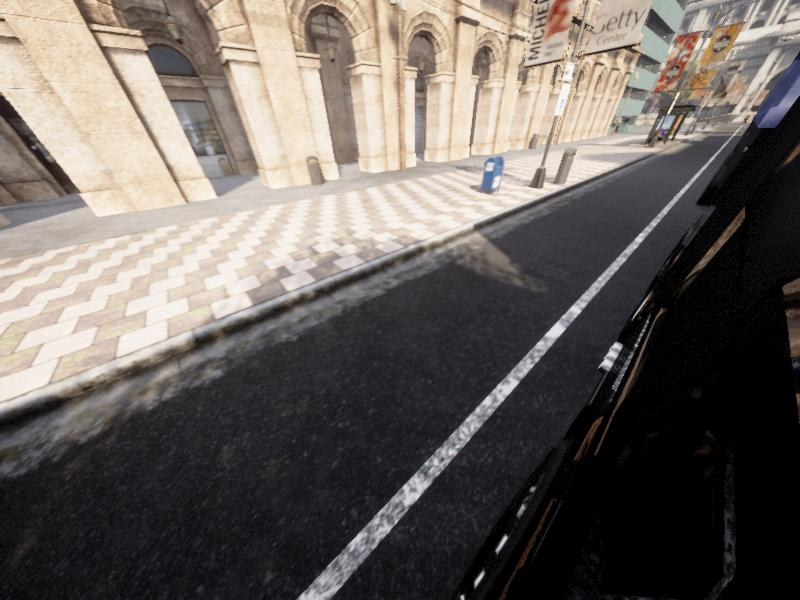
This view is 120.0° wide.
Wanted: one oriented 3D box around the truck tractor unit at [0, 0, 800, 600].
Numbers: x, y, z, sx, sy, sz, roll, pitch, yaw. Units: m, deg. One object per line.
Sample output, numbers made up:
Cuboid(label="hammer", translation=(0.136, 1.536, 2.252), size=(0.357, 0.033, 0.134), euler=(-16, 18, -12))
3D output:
Cuboid(label="truck tractor unit", translation=(2.645, -0.295, 0.351), size=(6.516, 4.208, 3.053), euler=(-28, 44, -30))

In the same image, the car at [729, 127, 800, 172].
Cuboid(label="car", translation=(18.760, -7.700, 11.651), size=(4.892, 1.490, 1.837), euler=(-28, 43, -30))

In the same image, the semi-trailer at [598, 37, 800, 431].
Cuboid(label="semi-trailer", translation=(8.700, -3.583, 4.254), size=(14.254, 4.402, 2.717), euler=(-28, 43, -30))
